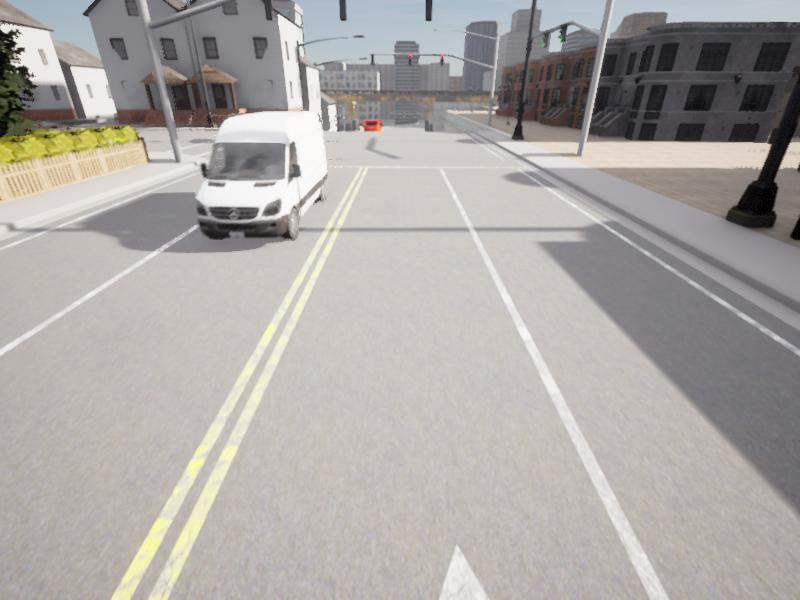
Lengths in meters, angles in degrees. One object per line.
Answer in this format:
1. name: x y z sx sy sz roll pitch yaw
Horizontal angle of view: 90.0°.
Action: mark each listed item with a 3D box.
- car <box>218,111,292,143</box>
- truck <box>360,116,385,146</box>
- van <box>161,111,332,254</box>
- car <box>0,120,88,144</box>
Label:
1. car: -10.225 -12.376 28.570 4.605 1.855 1.932 -7 28 -12
2. truck: -3.217 -20.140 47.985 2.627 2.467 5.204 -1 14 0
3. van: -3.372 -3.473 10.577 1.988 2.561 5.915 0 27 1
4. car: -24.633 -11.689 27.724 4.181 1.385 1.994 0 27 1
